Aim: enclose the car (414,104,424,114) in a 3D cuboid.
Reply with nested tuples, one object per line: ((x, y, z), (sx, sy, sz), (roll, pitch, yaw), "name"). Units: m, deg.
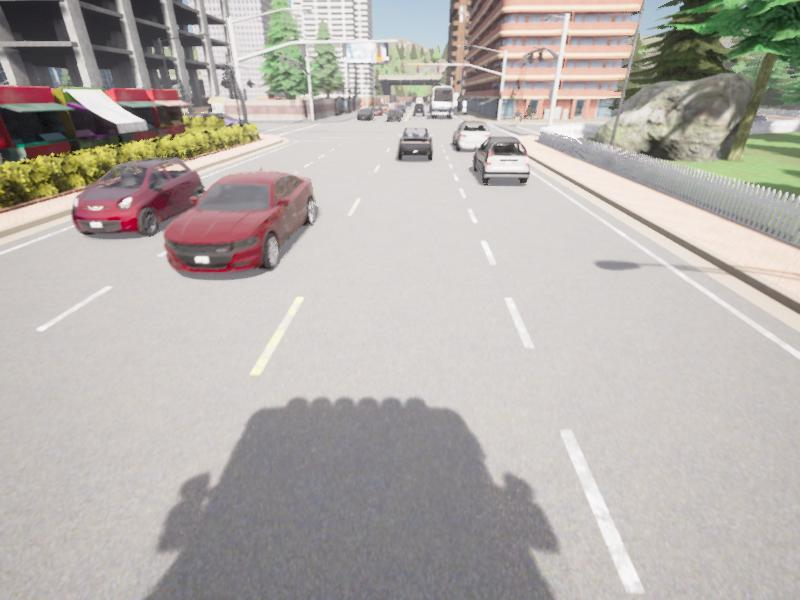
((3.758, -37.666, 78.730), (1.801, 1.575, 5.366), (1, 27, 2), "car")

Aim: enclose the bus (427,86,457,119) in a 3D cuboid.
((6.348, -30.905, 62.516), (3.944, 4.253, 10.273), (1, 27, 2), "bus")

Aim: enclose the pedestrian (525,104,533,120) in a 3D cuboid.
((17.230, -25.088, 53.369), (0.751, 1.860, 0.751), (6, 28, 12), "pedestrian")

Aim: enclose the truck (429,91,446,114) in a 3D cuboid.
((7.295, -38.941, 78.721), (2.891, 3.827, 8.468), (1, 27, 2), "truck")

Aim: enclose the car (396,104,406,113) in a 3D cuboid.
((0.237, -37.483, 78.404), (1.837, 1.490, 4.892), (1, 27, 2), "car")

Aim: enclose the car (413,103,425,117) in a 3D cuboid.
((3.153, -31.733, 66.754), (1.905, 1.878, 3.866), (1, 27, 2), "car")

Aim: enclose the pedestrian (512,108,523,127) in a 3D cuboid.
((12.341, -19.168, 42.023), (0.751, 1.860, 0.751), (5, 27, 9), "pedestrian")

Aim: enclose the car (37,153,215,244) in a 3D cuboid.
((-6.729, -2.793, 10.443), (1.845, 1.501, 3.633), (1, 27, 2), "car")

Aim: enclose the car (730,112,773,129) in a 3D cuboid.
((37.000, -18.905, 42.067), (4.193, 1.474, 1.816), (-16, 31, -29), "car")

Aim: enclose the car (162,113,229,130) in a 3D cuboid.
((-19.919, -17.451, 39.121), (5.357, 1.411, 2.033), (1, 27, 2), "car")

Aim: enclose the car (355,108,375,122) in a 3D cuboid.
((-4.575, -24.745, 53.414), (1.882, 1.535, 5.008), (2, 27, 3), "car")

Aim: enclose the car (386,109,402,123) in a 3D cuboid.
((-0.840, -23.601, 51.238), (1.837, 1.490, 4.892), (-1, 27, -2), "car")

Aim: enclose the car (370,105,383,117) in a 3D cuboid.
((-3.864, -31.531, 66.710), (1.851, 1.617, 3.988), (1, 27, 2), "car")

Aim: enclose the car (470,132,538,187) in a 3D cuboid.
((4.090, -5.880, 16.438), (1.851, 1.617, 3.988), (1, 27, 2), "car")

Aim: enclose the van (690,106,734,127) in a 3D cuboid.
((34.457, -20.288, 44.205), (4.442, 1.987, 1.775), (-15, 31, -27), "van")

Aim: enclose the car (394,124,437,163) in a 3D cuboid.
((0.869, -8.685, 22.023), (2.128, 1.511, 4.902), (1, 27, 2), "car")

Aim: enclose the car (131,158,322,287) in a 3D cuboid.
((-3.299, -2.057, 9.005), (1.882, 1.535, 5.008), (1, 27, 2), "car")

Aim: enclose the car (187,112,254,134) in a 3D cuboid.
((-15.997, -15.886, 35.812), (4.856, 1.649, 2.033), (1, 27, 2), "car")

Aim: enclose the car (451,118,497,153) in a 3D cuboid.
((4.578, -10.566, 25.541), (2.242, 1.667, 4.611), (1, 27, 3), "car")

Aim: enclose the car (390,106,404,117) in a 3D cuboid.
((-0.427, -30.803, 65.428), (2.033, 1.411, 5.357), (1, 27, 2), "car")
